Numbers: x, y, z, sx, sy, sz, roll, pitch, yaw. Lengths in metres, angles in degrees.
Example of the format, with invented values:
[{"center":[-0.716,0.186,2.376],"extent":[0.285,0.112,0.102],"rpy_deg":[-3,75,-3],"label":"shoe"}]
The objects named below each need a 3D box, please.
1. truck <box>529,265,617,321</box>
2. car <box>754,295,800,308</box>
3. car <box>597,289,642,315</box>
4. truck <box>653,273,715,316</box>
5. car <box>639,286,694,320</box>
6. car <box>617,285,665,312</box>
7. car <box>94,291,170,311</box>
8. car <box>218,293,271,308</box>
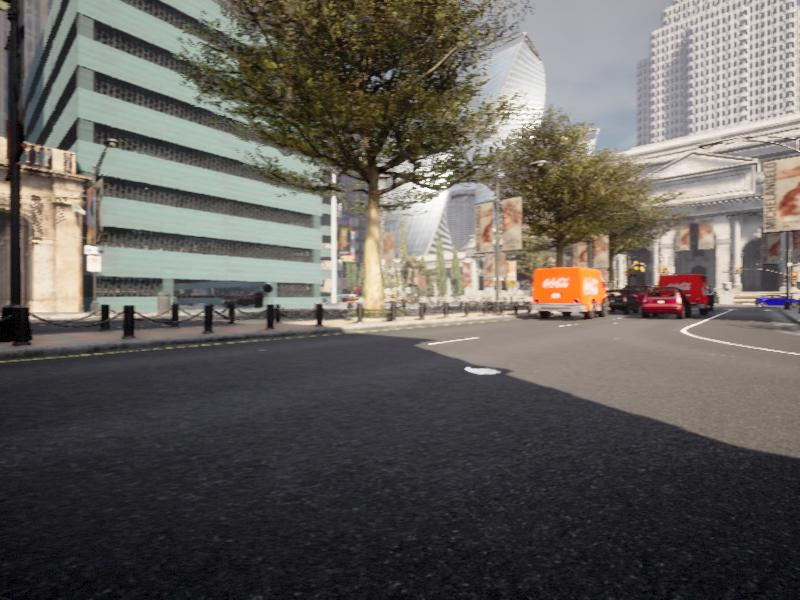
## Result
[{"center":[9.003,-0.300,20.586],"extent":[2.627,2.467,5.204],"rpy_deg":[0,0,42],"label":"truck"},{"center":[44.152,0.124,46.654],"extent":[4.193,1.474,1.816],"rpy_deg":[0,0,42],"label":"car"},{"center":[14.970,0.116,27.206],"extent":[1.851,1.617,3.988],"rpy_deg":[0,0,42],"label":"car"},{"center":[18.387,-0.313,25.780],"extent":[2.627,2.467,5.204],"rpy_deg":[0,0,42],"label":"truck"},{"center":[13.883,0.132,20.741],"extent":[1.851,1.617,3.988],"rpy_deg":[0,0,42],"label":"car"},{"center":[19.481,-0.117,32.251],"extent":[2.150,2.045,5.566],"rpy_deg":[0,0,44],"label":"car"},{"center":[-21.695,0.091,32.559],"extent":[2.161,1.482,4.786],"rpy_deg":[0,0,42],"label":"car"},{"center":[-17.008,0.023,43.932],"extent":[2.128,1.511,4.902],"rpy_deg":[0,0,42],"label":"car"}]
